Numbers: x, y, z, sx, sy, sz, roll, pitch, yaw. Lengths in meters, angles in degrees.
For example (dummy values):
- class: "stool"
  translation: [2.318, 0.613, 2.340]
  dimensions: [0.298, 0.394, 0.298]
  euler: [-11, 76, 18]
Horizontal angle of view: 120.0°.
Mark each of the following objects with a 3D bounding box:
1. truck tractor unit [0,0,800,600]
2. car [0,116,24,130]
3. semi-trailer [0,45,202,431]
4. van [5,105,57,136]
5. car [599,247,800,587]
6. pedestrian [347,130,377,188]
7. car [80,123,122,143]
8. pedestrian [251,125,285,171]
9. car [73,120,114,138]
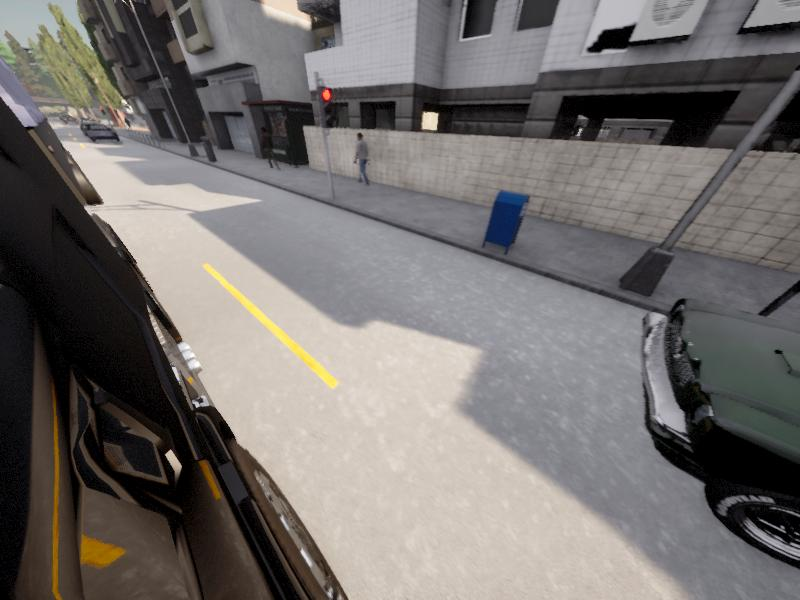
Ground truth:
- class: "truck tractor unit"
  translation: [-2.645, -0.295, 0.351]
  dimensions: [6.516, 4.208, 3.053]
  euler: [28, 44, 30]
- class: "car"
  translation: [-54.265, -23.579, 30.710]
  dimensions: [1.816, 1.474, 4.193]
  euler: [24, 42, 26]
- class: "semi-trailer"
  translation: [-8.706, -3.589, 4.234]
  dimensions: [14.254, 4.402, 2.717]
  euler: [28, 44, 30]
- class: "van"
  translation: [-42.309, -20.694, 26.656]
  dimensions: [5.915, 2.561, 1.988]
  euler: [28, 44, 30]
- class: "car"
  translation: [4.105, 1.367, 0.962]
  dimensions: [4.718, 1.301, 1.895]
  euler: [28, 44, 30]
- class: "pedestrian"
  translation: [-1.479, -5.639, 9.275]
  dimensions: [0.751, 1.860, 0.751]
  euler: [26, 43, 28]
- class: "car"
  translation: [-29.535, -16.546, 22.828]
  dimensions: [4.181, 1.385, 1.994]
  euler: [30, 45, 32]
- class: "pedestrian"
  translation: [-6.652, -7.692, 11.714]
  dimensions: [0.751, 1.860, 0.751]
  euler: [26, 43, 28]
- class: "car"
  translation: [-35.113, -19.615, 26.465]
  dimensions: [4.514, 1.525, 2.007]
  euler: [28, 44, 30]
